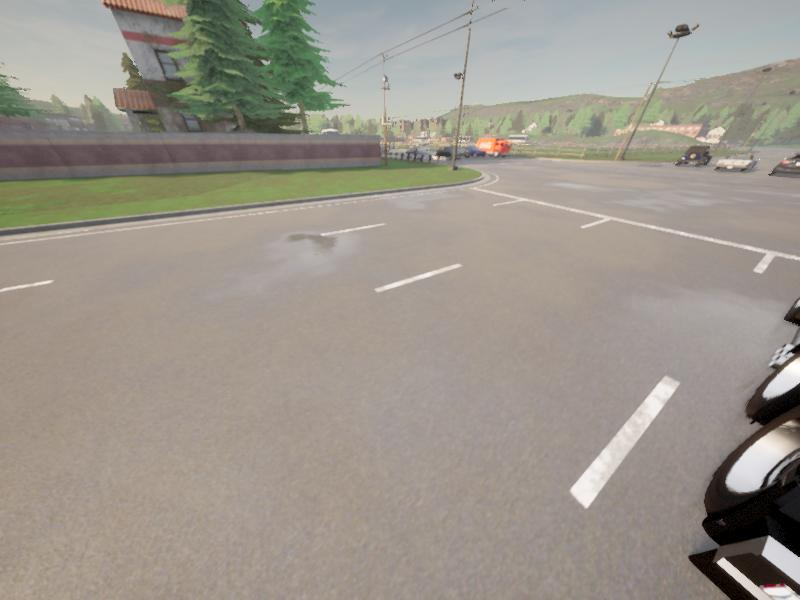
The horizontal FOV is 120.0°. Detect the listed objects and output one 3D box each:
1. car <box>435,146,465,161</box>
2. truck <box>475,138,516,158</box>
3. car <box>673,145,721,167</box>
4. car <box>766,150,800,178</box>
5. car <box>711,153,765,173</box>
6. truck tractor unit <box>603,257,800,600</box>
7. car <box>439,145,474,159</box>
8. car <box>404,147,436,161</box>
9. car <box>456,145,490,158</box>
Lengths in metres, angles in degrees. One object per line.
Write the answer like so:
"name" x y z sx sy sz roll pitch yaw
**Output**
"car" 6.661 -19.894 31.276 1.789 1.549 3.705 -19 39 -26
"truck" 14.912 -24.026 36.473 2.627 2.467 5.204 -19 40 -26
"car" 32.459 -15.753 25.252 3.866 1.878 1.905 -19 39 -25
"car" 32.563 -11.016 18.643 4.611 1.667 2.242 -19 39 -25
"car" 31.924 -12.986 21.794 4.718 1.301 1.895 -19 39 -25
"truck tractor unit" 5.096 -0.315 0.800 6.516 4.208 3.053 -19 39 -25
"car" 8.299 -22.207 34.552 2.152 1.651 5.027 -19 39 -26
"car" 2.574 -19.842 31.262 1.812 1.442 4.674 -19 39 -26
"car" 11.284 -23.204 36.084 1.882 1.535 5.008 -19 39 -26
